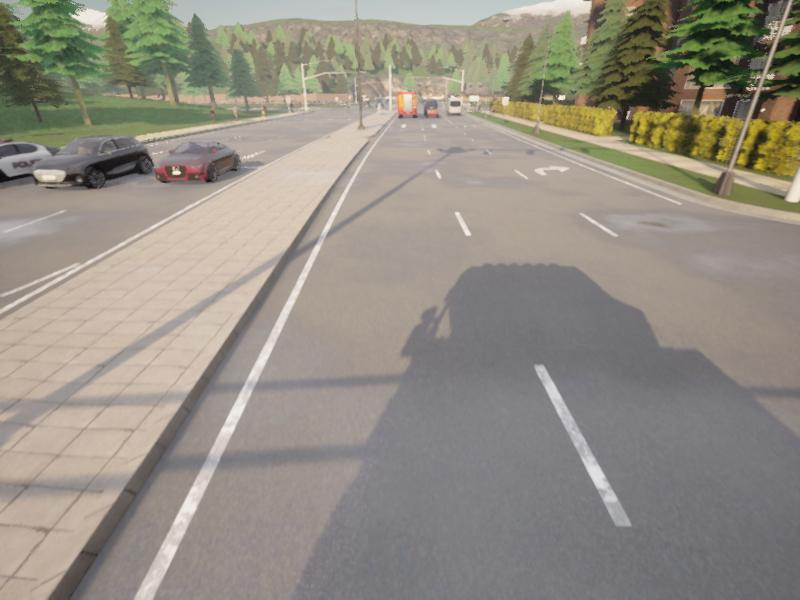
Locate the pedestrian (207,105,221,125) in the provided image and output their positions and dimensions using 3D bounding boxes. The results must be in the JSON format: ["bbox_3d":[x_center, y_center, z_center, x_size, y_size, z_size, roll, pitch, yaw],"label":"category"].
[{"bbox_3d":[-19.559,-19.422,42.030,0.751,1.860,0.751,1,27,3],"label":"pedestrian"}]

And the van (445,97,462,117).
[{"bbox_3d":[8.324,-30.117,62.306,1.988,2.561,5.915,1,27,2],"label":"van"}]

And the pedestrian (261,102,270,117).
[{"bbox_3d":[-18.915,-26.686,56.139,0.751,1.860,0.751,1,27,2],"label":"pedestrian"}]

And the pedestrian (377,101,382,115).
[{"bbox_3d":[-3.231,-29.898,62.307,0.751,1.860,0.751,-3,27,-6],"label":"pedestrian"}]

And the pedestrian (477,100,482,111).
[{"bbox_3d":[15.888,-38.775,79.768,0.751,1.860,0.751,3,27,6],"label":"pedestrian"}]

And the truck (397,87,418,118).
[{"bbox_3d":[1.231,-29.459,59.665,2.891,3.827,8.468,1,27,2],"label":"truck"}]

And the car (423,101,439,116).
[{"bbox_3d":[4.835,-30.180,62.990,2.150,2.045,5.566,1,27,2],"label":"car"}]

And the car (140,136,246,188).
[{"bbox_3d":[-8.117,-5.693,16.232,1.994,1.385,4.181,0,27,1],"label":"car"}]

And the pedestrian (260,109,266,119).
[{"bbox_3d":[-18.220,-24.779,53.260,0.500,1.100,0.500,1,27,1],"label":"pedestrian"}]

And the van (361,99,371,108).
[{"bbox_3d":[-8.410,-48.851,99.358,2.069,2.038,4.480,1,27,2],"label":"van"}]

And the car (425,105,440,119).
[{"bbox_3d":[4.587,-26.723,56.752,1.851,1.617,3.988,1,27,2],"label":"car"}]

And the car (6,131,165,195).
[{"bbox_3d":[-11.739,-5.475,15.551,2.033,1.649,4.856,1,27,2],"label":"car"}]

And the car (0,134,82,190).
[{"bbox_3d":[-15.366,-5.269,15.273,2.038,1.542,4.974,2,28,6],"label":"car"}]

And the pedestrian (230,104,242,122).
[{"bbox_3d":[-19.062,-21.768,46.584,0.751,1.860,0.751,1,27,3],"label":"pedestrian"}]

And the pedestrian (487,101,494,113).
[{"bbox_3d":[15.154,-32.284,66.830,0.751,1.860,0.751,-1,27,-1],"label":"pedestrian"}]

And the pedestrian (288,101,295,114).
[{"bbox_3d":[-17.830,-31.601,65.681,0.751,1.860,0.751,4,28,8],"label":"pedestrian"}]
